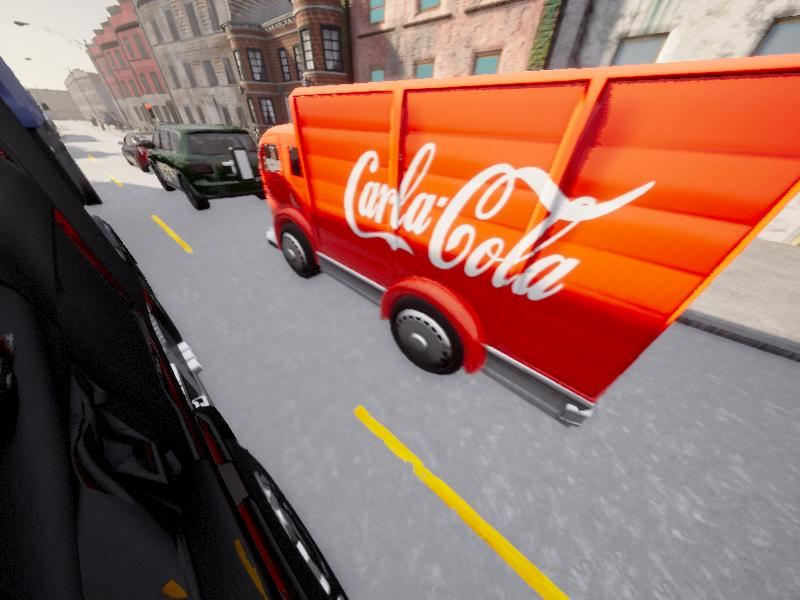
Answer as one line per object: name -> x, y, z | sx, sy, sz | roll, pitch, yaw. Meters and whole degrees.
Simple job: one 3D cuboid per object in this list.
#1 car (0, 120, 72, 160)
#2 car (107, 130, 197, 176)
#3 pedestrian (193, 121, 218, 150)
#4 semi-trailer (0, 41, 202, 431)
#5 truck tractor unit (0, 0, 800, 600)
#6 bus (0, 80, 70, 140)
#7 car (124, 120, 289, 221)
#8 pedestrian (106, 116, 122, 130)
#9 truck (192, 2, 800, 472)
car -> -22.040, -9.615, 13.792 | 4.611, 1.667, 2.242 | 29, 44, 31
car -> -12.724, -7.644, 11.840 | 4.514, 1.525, 2.007 | 28, 44, 30
pedestrian -> -16.156, -13.650, 19.185 | 0.751, 1.860, 0.751 | 22, 41, 24
semi-trailer -> -8.709, -3.589, 4.230 | 14.254, 4.402, 2.717 | 28, 44, 30
truck tractor unit -> -2.645, -0.295, 0.351 | 6.516, 4.208, 3.053 | 28, 44, 30
bus -> -38.615, -19.333, 23.647 | 10.273, 4.253, 3.944 | 29, 44, 31
car -> -6.417, -4.532, 7.618 | 5.566, 2.045, 2.150 | 28, 43, 30
pedestrian -> -47.312, -29.292, 38.248 | 0.751, 1.860, 0.751 | 20, 40, 22
truck -> 0.112, -1.238, 3.247 | 5.204, 2.467, 2.627 | 28, 44, 30
